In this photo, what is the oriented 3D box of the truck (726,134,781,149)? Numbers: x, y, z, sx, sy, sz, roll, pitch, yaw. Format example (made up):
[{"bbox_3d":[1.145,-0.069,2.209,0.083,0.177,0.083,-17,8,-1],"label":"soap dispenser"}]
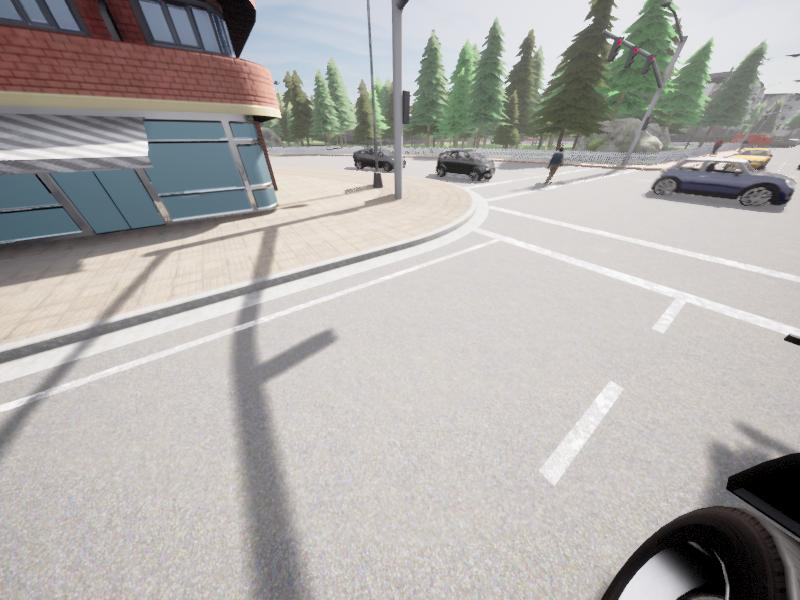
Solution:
[{"bbox_3d":[74.168,-33.375,48.635,2.627,2.467,5.204,-6,36,-8],"label":"truck"}]

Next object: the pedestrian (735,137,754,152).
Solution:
[{"bbox_3d":[52.742,-23.787,35.397,0.751,1.860,0.751,-22,40,-27],"label":"pedestrian"}]

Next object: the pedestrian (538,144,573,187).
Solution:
[{"bbox_3d":[8.150,-7.088,12.176,0.751,1.860,0.751,-21,40,-27],"label":"pedestrian"}]

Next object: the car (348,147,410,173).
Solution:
[{"bbox_3d":[-1.682,-11.295,18.541,4.514,1.525,2.007,20,40,27],"label":"car"}]

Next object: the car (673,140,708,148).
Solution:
[{"bbox_3d":[69.659,-37.553,55.440,1.837,1.490,4.892,-21,40,-27],"label":"car"}]

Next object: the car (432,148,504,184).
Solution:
[{"bbox_3d":[4.099,-8.460,14.443,1.789,1.549,3.705,-30,45,-35],"label":"car"}]

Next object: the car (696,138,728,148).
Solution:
[{"bbox_3d":[74.168,-37.447,54.940,1.905,1.878,3.866,-21,40,-27],"label":"car"}]

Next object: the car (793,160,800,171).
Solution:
[{"bbox_3d":[33.613,-11.118,18.180,4.792,1.488,2.163,-22,41,-28],"label":"car"}]

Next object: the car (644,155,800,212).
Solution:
[{"bbox_3d":[13.286,-4.980,9.566,1.970,1.475,3.806,-23,41,-29],"label":"car"}]

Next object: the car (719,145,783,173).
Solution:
[{"bbox_3d":[27.848,-11.244,18.313,5.366,1.575,1.801,-21,40,-27],"label":"car"}]

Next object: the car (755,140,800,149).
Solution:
[{"bbox_3d":[80.537,-33.188,49.219,4.902,1.511,2.128,20,40,26],"label":"car"}]

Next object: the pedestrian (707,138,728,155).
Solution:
[{"bbox_3d":[41.560,-20.096,30.237,0.751,1.860,0.751,-22,41,-28],"label":"pedestrian"}]
